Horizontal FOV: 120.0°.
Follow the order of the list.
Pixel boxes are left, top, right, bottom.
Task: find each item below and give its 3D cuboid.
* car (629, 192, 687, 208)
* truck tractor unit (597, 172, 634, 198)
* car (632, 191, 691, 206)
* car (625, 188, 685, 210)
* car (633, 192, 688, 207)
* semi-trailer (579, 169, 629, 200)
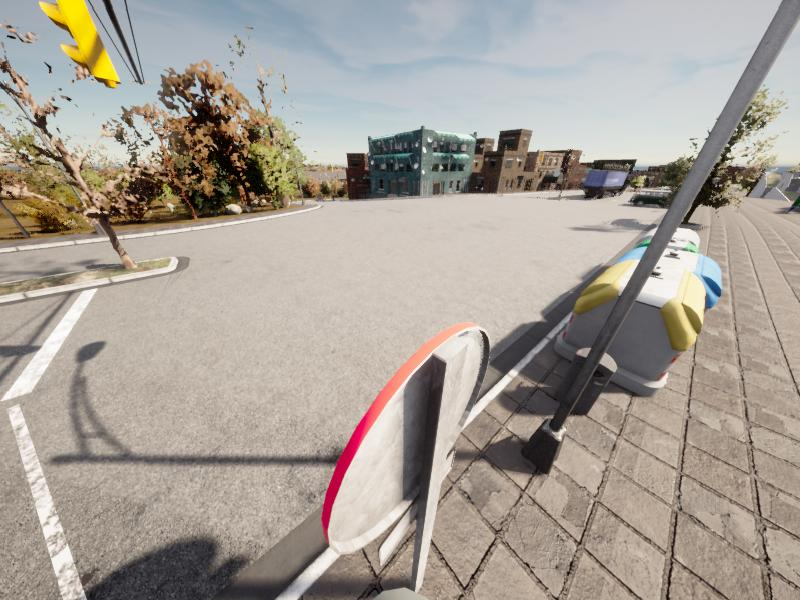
[{"bbox_3d":[34.472,-13.468,31.109,4.674,1.452,2.002,17,32,25],"label":"car"},{"bbox_3d":[42.662,-22.827,45.799,6.516,4.208,3.053,-21,36,-35],"label":"truck tractor unit"},{"bbox_3d":[38.872,-15.281,34.580,5.366,1.575,1.946,17,33,25],"label":"car"},{"bbox_3d":[32.099,-12.864,29.311,4.442,1.987,1.878,17,33,25],"label":"car"},{"bbox_3d":[36.754,-14.328,32.812,4.674,1.452,2.002,17,33,25],"label":"car"},{"bbox_3d":[36.608,-20.618,41.201,14.254,4.402,2.717,-21,36,-35],"label":"semi-trailer"}]
